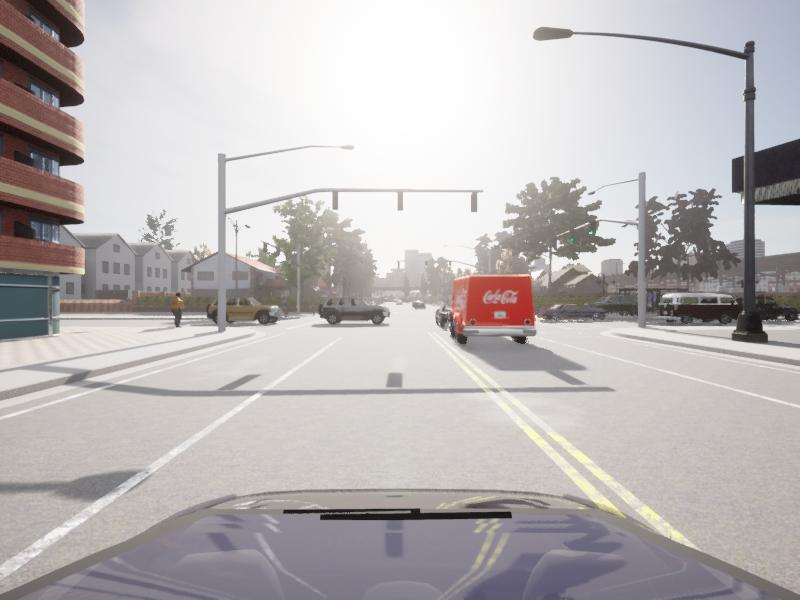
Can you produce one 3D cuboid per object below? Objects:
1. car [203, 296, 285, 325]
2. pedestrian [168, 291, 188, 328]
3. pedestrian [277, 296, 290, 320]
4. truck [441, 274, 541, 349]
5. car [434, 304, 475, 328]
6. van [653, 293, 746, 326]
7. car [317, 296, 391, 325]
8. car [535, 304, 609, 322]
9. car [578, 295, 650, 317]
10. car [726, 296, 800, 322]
[{"bbox_3d":[-10.177,0.652,26.346,4.605,1.855,1.932,0,0,0],"label":"car"},{"bbox_3d":[-11.426,0.485,20.580,0.751,1.860,0.751,0,0,44],"label":"pedestrian"},{"bbox_3d":[-9.360,0.637,32.193,0.751,1.860,0.751,0,0,17],"label":"pedestrian"},{"bbox_3d":[3.259,0.364,15.772,2.627,2.467,5.204,0,0,-1],"label":"truck"},{"bbox_3d":[3.260,0.944,24.916,1.895,1.301,4.718,0,0,0],"label":"car"},{"bbox_3d":[19.510,0.574,26.218,4.480,2.038,2.069,0,0,0],"label":"van"},{"bbox_3d":[-2.952,0.652,26.313,4.605,1.855,1.932,0,0,0],"label":"car"},{"bbox_3d":[12.697,0.944,29.748,4.718,1.301,1.895,0,0,0],"label":"car"},{"bbox_3d":[20.090,0.568,37.719,5.566,2.045,2.150,0,0,0],"label":"car"},{"bbox_3d":[26.926,0.646,29.687,3.866,1.878,1.905,0,0,0],"label":"car"}]
